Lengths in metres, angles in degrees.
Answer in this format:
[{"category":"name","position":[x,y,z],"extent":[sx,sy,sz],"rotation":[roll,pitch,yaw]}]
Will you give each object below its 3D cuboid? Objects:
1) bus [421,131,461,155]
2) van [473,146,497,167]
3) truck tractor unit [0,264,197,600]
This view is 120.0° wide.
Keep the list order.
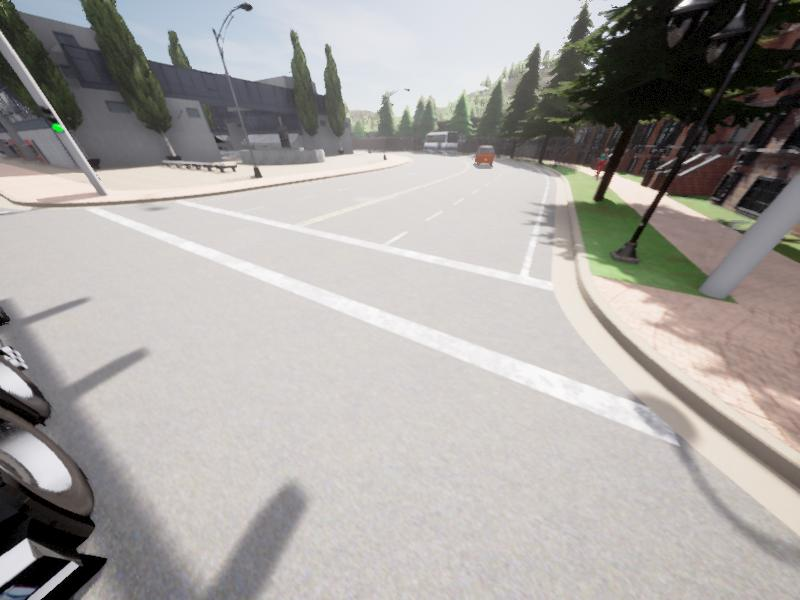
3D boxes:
[{"category":"bus","position":[9.105,-36.394,53.669],"extent":[3.944,4.253,10.273],"rotation":[-14,37,-20]},{"category":"van","position":[9.975,-17.152,27.492],"extent":[1.775,1.987,4.442],"rotation":[6,35,8]},{"category":"truck tractor unit","position":[-5.107,-0.303,0.791],"extent":[6.516,4.208,3.053],"rotation":[18,39,24]}]
